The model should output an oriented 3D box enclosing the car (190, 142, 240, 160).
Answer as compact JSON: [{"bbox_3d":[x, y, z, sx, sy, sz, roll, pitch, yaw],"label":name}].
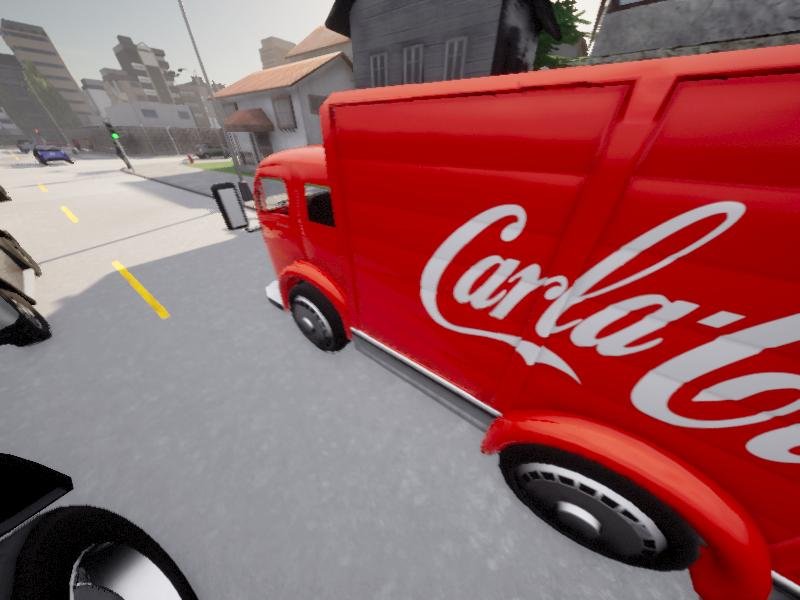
[{"bbox_3d":[-21.973,-17.793,27.571,1.851,1.617,3.988,22,41,28],"label":"car"}]

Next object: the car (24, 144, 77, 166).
[{"bbox_3d":[-33.186,-13.833,21.930,4.514,1.525,2.007,22,41,28],"label":"car"}]

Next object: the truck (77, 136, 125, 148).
[{"bbox_3d":[-69.438,-36.900,53.853,2.390,2.098,6.274,22,41,28],"label":"truck"}]

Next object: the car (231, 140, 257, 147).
[{"bbox_3d":[-41.371,-41.719,61.401,2.033,1.415,5.357,22,41,28],"label":"car"}]

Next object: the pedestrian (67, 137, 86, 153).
[{"bbox_3d":[-48.254,-23.110,34.452,0.751,1.860,0.751,16,38,21],"label":"pedestrian"}]

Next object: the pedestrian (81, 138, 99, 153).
[{"bbox_3d":[-45.974,-22.947,34.240,0.751,1.860,0.751,22,41,28],"label":"pedestrian"}]

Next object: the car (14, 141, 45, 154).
[{"bbox_3d":[-55.861,-23.081,34.855,3.633,1.501,1.845,22,41,28],"label":"car"}]

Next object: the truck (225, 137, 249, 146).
[{"bbox_3d":[-44.518,-43.374,63.180,2.069,2.038,4.478,22,41,28],"label":"truck"}]

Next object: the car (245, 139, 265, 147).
[{"bbox_3d":[-37.303,-40.401,59.458,1.845,1.501,3.633,22,41,28],"label":"car"}]

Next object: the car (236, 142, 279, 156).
[{"bbox_3d":[-21.052,-22.499,34.338,2.128,1.511,4.902,22,41,28],"label":"car"}]

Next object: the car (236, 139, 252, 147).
[{"bbox_3d":[-41.277,-41.627,61.146,3.705,1.547,1.789,22,41,28],"label":"car"}]

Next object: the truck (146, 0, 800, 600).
[{"bbox_3d":[0.765,-0.376,2.305,5.204,2.467,2.627,22,41,28],"label":"truck"}]

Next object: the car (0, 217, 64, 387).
[{"bbox_3d":[-6.520,-0.373,2.752,4.605,1.855,1.932,23,41,29],"label":"car"}]

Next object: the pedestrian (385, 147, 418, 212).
[{"bbox_3d":[0.034,-4.135,7.937,0.751,1.860,0.751,-26,43,-32],"label":"pedestrian"}]

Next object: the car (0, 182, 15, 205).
[{"bbox_3d":[-17.653,-4.842,8.985,3.866,1.878,1.905,22,41,27],"label":"car"}]

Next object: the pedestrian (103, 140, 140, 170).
[{"bbox_3d":[-20.854,-10.891,17.350,0.751,1.860,0.751,4,35,5],"label":"pedestrian"}]

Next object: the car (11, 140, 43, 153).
[{"bbox_3d":[-60.499,-25.009,37.468,4.856,1.649,2.033,22,41,28],"label":"car"}]

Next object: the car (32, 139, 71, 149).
[{"bbox_3d":[-73.155,-32.934,48.623,1.851,1.617,3.988,2,35,3],"label":"car"}]

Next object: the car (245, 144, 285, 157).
[{"bbox_3d":[-18.413,-20.553,31.723,1.994,1.385,4.181,21,40,27],"label":"car"}]
